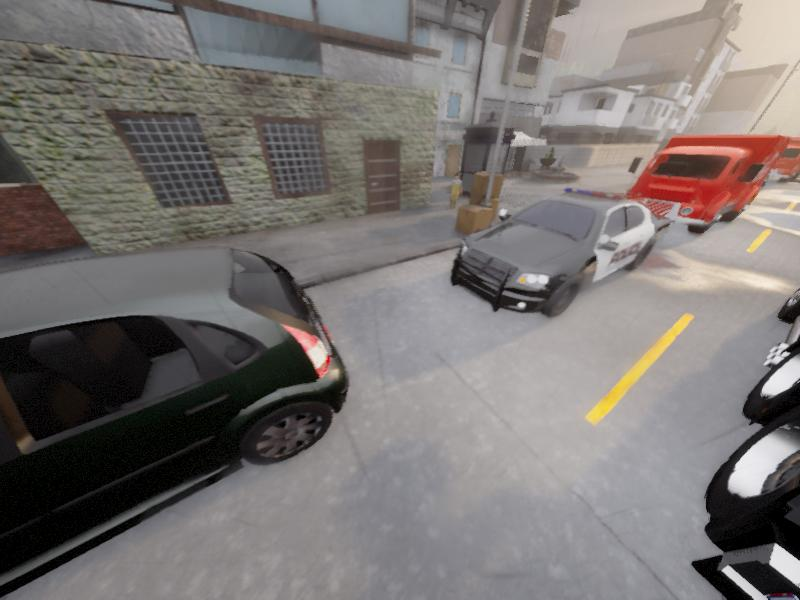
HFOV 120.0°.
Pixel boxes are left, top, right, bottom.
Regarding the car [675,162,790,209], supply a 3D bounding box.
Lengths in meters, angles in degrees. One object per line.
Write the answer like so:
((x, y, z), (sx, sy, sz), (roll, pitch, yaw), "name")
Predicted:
((15.933, -5.644, 11.059), (5.357, 1.411, 2.033), (-19, 39, -26), "car")

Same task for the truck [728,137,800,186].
((26.906, -9.945, 16.347), (5.204, 2.467, 2.627), (-21, 40, -24), "truck")

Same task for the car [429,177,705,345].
((3.235, -1.259, 4.522), (4.974, 1.542, 2.038), (-19, 39, -26), "car")

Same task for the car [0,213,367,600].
((-2.501, 0.716, 1.565), (3.988, 1.617, 1.851), (-19, 39, -26), "car")

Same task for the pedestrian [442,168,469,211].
((2.064, -4.108, 8.606), (0.751, 1.300, 0.751), (9, 36, 12), "pedestrian")

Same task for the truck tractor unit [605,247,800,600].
((5.080, -0.330, 0.825), (6.516, 4.208, 3.053), (-19, 39, -25), "truck tractor unit")

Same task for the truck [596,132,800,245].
((9.790, -3.938, 7.605), (5.204, 2.467, 2.627), (-19, 39, -26), "truck")
